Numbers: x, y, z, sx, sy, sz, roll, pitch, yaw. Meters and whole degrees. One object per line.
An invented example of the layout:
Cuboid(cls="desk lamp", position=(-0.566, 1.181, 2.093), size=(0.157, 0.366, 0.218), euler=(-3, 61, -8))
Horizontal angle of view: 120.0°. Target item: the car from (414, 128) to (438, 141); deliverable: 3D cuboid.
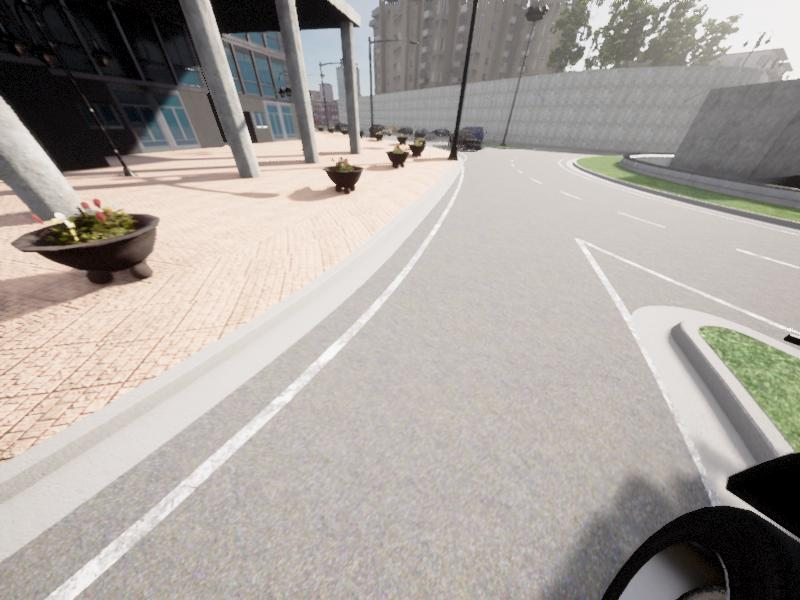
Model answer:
Cuboid(cls="car", position=(4.061, -26.264, 36.720), size=(1.845, 1.501, 3.633), euler=(-18, 42, -24))

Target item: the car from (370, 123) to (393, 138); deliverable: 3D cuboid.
Cuboid(cls="car", position=(-3.255, -29.765, 40.578), size=(1.932, 1.855, 4.605), euler=(-20, 43, -26))

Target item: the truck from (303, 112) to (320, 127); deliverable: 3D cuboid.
Cuboid(cls="truck", position=(-30.247, -61.645, 78.898), size=(2.891, 3.827, 8.468), euler=(-20, 43, -26))

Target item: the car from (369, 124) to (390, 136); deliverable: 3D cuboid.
Cuboid(cls="car", position=(-4.274, -34.773, 47.237), size=(2.152, 1.651, 5.027), euler=(-20, 43, -26))

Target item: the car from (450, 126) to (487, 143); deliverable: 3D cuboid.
Cuboid(cls="car", position=(11.375, -27.765, 38.649), size=(2.150, 2.045, 5.566), euler=(-23, 44, -29))

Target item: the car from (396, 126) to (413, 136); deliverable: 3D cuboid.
Cuboid(cls="car", position=(1.029, -37.478, 51.081), size=(1.851, 1.617, 3.988), euler=(-20, 43, -26))

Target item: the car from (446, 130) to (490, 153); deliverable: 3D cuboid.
Cuboid(cls="car", position=(7.134, -17.219, 25.047), size=(1.930, 1.638, 5.238), euler=(-9, 39, -15))

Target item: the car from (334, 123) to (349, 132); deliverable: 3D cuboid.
Cuboid(cls="car", position=(-13.573, -40.008, 53.599), size=(1.851, 1.617, 3.988), euler=(-20, 43, -26))

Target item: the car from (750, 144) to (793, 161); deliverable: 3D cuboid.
Cuboid(cls="car", position=(51.015, -20.322, 31.705), size=(5.027, 1.651, 2.152), euler=(-19, 43, -26))

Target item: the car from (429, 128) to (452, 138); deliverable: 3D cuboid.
Cuboid(cls="car", position=(8.194, -34.335, 47.462), size=(1.837, 1.490, 4.892), euler=(-20, 43, -26))

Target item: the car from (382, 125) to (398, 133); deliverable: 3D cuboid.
Cuboid(cls="car", position=(-2.613, -45.127, 60.850), size=(1.882, 1.535, 5.008), euler=(-20, 43, -26))

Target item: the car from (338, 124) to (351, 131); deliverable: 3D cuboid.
Cuboid(cls="car", position=(-14.406, -44.804, 59.898), size=(1.994, 1.385, 4.181), euler=(-20, 43, -26))

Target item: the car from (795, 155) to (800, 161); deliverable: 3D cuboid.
Cuboid(cls="car", position=(53.006, -18.574, 29.458), size=(5.008, 1.535, 1.882), euler=(-19, 43, -26))
